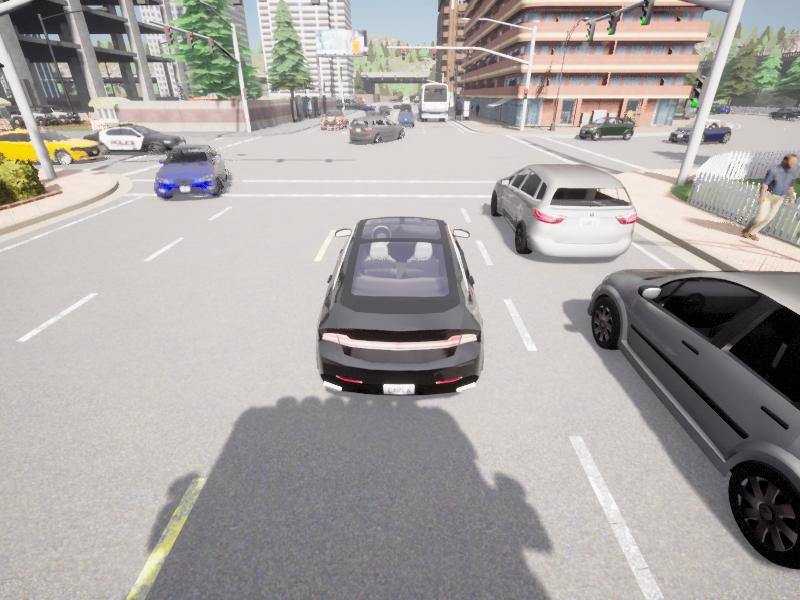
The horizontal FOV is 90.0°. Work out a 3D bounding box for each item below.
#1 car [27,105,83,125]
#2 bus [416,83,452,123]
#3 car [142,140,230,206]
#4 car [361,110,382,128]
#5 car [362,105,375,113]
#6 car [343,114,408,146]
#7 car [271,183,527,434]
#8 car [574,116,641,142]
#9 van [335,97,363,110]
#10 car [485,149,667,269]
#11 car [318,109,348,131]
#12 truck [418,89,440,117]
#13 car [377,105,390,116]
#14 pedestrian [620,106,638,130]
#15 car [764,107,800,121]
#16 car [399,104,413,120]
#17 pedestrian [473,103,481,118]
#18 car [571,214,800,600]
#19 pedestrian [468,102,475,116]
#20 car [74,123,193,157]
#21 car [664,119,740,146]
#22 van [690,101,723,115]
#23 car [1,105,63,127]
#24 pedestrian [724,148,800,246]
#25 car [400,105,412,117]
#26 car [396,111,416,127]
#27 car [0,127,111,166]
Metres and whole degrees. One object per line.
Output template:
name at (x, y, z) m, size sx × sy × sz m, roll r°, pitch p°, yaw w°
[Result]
car at (-36.820, -19.815, 42.772) m, size 3.866 × 1.878 × 1.905 m, roll 0°, pitch 27°, yaw 1°
bus at (4.141, -25.659, 51.986) m, size 3.944 × 4.253 × 10.273 m, roll 0°, pitch 27°, yaw 1°
car at (-7.173, -4.566, 13.912) m, size 1.816 × 1.474 × 4.193 m, roll -7°, pitch 28°, yaw -15°
car at (-2.901, -19.094, 42.208) m, size 1.837 × 1.490 × 4.892 m, roll 0°, pitch 27°, yaw 1°
car at (-5.881, -36.014, 75.395) m, size 1.895 × 1.301 × 4.718 m, roll 0°, pitch 27°, yaw 1°
car at (-1.632, -12.211, 28.560) m, size 2.242 × 1.667 × 4.611 m, roll 17°, pitch 32°, yaw 29°
car at (0.024, -0.454, 5.857) m, size 2.128 × 1.511 × 4.902 m, roll 0°, pitch 27°, yaw 1°
car at (15.049, -12.477, 29.122) m, size 3.705 × 1.549 × 1.789 m, roll -5°, pitch 28°, yaw -10°
van at (-11.469, -44.388, 90.320) m, size 5.915 × 2.561 × 1.988 m, roll 1°, pitch 27°, yaw 1°
car at (3.606, -2.398, 9.471) m, size 2.242 × 1.667 × 4.611 m, roll 1°, pitch 27°, yaw 1°
car at (-6.453, -17.656, 39.077) m, size 2.097 × 1.767 × 4.553 m, roll 0°, pitch 27°, yaw 1°
truck at (4.445, -31.276, 63.390) m, size 2.891 × 3.827 × 8.468 m, roll 0°, pitch 27°, yaw 1°
car at (-2.550, -30.584, 64.593) m, size 1.837 × 1.490 × 4.892 m, roll 0°, pitch 27°, yaw 1°
pedestrian at (20.583, -16.382, 36.009) m, size 0.751 × 1.860 × 0.751 m, roll -7°, pitch 28°, yaw -13°
car at (50.523, -24.343, 52.298) m, size 1.837 × 1.490 × 4.892 m, roll 4°, pitch 28°, yaw 9°
car at (0.819, -26.455, 56.119) m, size 1.905 × 1.878 × 3.866 m, roll 0°, pitch 27°, yaw 1°
pedestrian at (10.678, -26.308, 55.479) m, size 0.751 × 1.860 × 0.751 m, roll -3°, pitch 27°, yaw -6°
car at (3.495, 0.484, 3.924) m, size 1.851 × 1.617 × 3.988 m, roll 0°, pitch 27°, yaw 1°
pedestrian at (10.712, -28.583, 59.914) m, size 0.751 × 1.860 × 0.751 m, roll 1°, pitch 27°, yaw 2°
car at (-14.654, -8.962, 22.299) m, size 4.974 × 1.542 × 2.038 m, roll 0°, pitch 27°, yaw 0°
car at (20.352, -11.371, 27.048) m, size 3.806 × 1.475 × 1.970 m, roll -9°, pitch 29°, yaw -18°
van at (51.571, -32.390, 67.451) m, size 1.775 × 1.987 × 4.442 m, roll 1°, pitch 27°, yaw 1°
car at (-36.856, -18.472, 40.155) m, size 3.866 × 1.878 × 1.905 m, roll 0°, pitch 27°, yaw 1°
pedestrian at (7.788, -2.152, 8.397) m, size 0.751 × 1.860 × 0.751 m, roll 0°, pitch 27°, yaw 1°
car at (0.930, -29.946, 63.306) m, size 1.801 × 1.575 × 5.366 m, roll 0°, pitch 27°, yaw 1°
car at (0.637, -19.894, 43.877) m, size 2.033 × 1.411 × 5.357 m, roll 0°, pitch 27°, yaw 1°
car at (-17.216, -7.369, 19.189) m, size 5.008 × 1.535 × 1.882 m, roll 0°, pitch 27°, yaw 1°
